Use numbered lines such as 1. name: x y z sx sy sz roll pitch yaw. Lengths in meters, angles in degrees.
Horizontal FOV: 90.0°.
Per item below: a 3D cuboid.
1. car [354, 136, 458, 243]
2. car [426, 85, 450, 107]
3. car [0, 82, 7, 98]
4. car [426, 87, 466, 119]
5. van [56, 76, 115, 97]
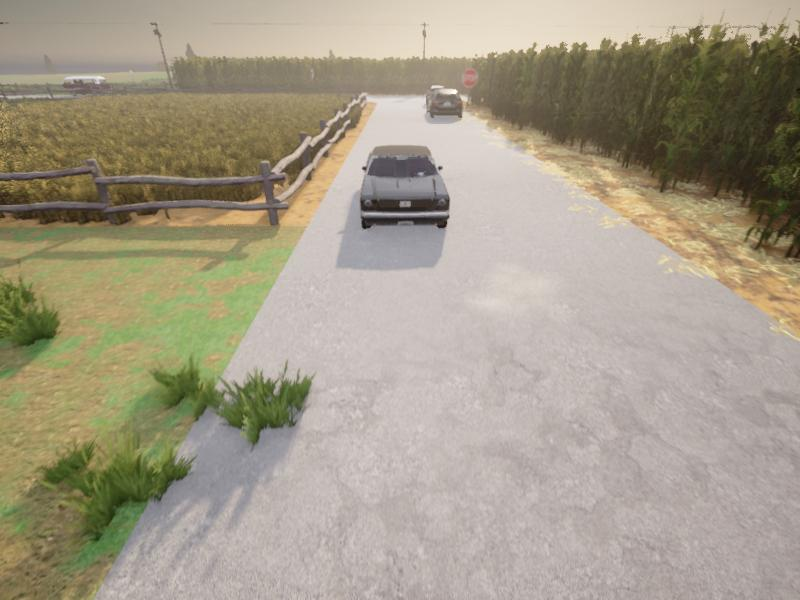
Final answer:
1. car: 0.051 -2.889 9.646 1.895 1.301 4.718 -1 30 -1
2. car: 3.326 -18.182 35.593 1.970 1.475 3.806 2 30 3
3. car: -45.327 -22.203 42.327 4.974 1.542 2.038 0 30 0
4. car: 3.101 -13.828 27.965 2.242 1.667 4.611 0 30 0
5. van: -35.267 -24.002 44.965 4.480 2.038 2.069 0 30 0
